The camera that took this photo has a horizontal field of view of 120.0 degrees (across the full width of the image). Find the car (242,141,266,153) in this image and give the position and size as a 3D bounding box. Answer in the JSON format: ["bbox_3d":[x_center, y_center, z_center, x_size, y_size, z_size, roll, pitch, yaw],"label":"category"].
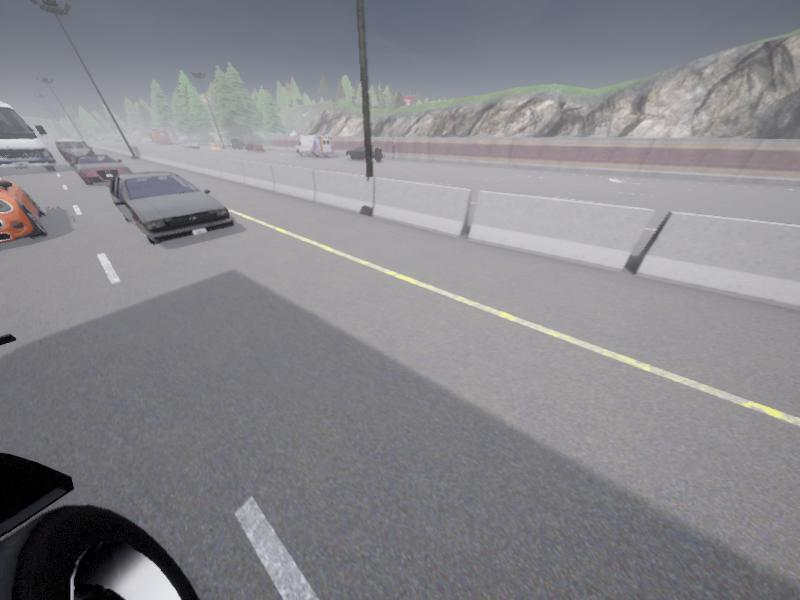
[{"bbox_3d":[-25.501,-26.752,40.367,3.705,1.549,1.789,25,42,30],"label":"car"}]

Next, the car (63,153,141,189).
[{"bbox_3d":[-17.055,-7.506,13.226,4.181,1.385,1.994,24,42,30],"label":"car"}]

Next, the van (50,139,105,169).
[{"bbox_3d":[-27.481,-12.506,19.685,4.442,1.987,1.775,24,42,30],"label":"van"}]

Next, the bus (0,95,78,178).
[{"bbox_3d":[-29.287,-11.491,16.249,10.273,4.253,3.944,16,37,21],"label":"bus"}]

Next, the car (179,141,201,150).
[{"bbox_3d":[-44.492,-32.738,48.892,4.718,1.301,1.895,24,42,30],"label":"car"}]

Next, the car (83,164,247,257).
[{"bbox_3d":[-7.085,-2.977,6.872,5.357,1.411,2.033,24,42,30],"label":"car"}]

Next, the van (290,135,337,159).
[{"bbox_3d":[-11.743,-20.848,31.364,6.366,2.431,2.351,25,42,30],"label":"van"}]

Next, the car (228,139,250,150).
[{"bbox_3d":[-33.697,-32.730,48.489,1.905,1.878,3.866,-3,35,-3],"label":"car"}]

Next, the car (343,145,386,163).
[{"bbox_3d":[-4.170,-17.035,26.799,5.008,1.535,1.882,25,42,30],"label":"car"}]

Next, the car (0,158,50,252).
[{"bbox_3d":[-11.323,-2.518,5.820,4.553,1.767,2.097,24,42,30],"label":"car"}]
